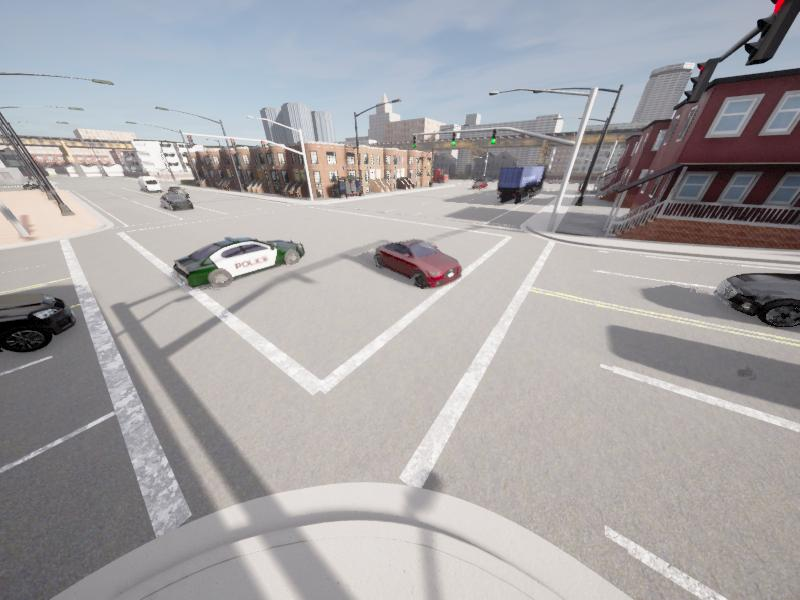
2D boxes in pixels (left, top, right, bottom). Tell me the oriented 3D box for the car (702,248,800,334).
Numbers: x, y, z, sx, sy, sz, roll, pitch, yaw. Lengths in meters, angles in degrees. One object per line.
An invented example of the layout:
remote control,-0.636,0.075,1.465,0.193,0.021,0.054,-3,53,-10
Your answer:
car,12.056,0.004,5.797,4.856,1.649,2.033,15,33,33

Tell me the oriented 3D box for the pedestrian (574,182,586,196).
pedestrian,28.338,-17.516,36.425,0.751,1.860,0.751,0,30,0

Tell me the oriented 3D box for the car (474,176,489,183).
car,24.526,-36.080,69.243,3.705,1.549,1.789,21,36,31

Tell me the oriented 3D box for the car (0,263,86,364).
car,-11.179,0.880,5.104,2.242,1.667,4.611,20,36,31

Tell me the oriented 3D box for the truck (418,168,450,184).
truck,9.725,-36.000,66.829,8.468,3.827,2.891,20,36,31

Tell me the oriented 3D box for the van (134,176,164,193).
van,-47.046,-21.668,43.291,5.915,2.561,1.988,20,36,31

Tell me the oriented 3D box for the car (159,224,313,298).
car,-6.783,-2.041,10.300,2.038,1.542,4.974,20,35,31

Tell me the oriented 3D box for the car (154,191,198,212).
car,-25.064,-11.054,25.804,5.238,1.638,1.930,20,36,31

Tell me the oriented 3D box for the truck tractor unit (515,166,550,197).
truck tractor unit,21.900,-19.690,38.186,3.053,4.208,6.516,21,36,31

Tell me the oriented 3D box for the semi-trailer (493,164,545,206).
semi-trailer,17.195,-16.595,32.621,2.717,4.402,14.254,20,36,31

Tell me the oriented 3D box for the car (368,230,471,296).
car,0.646,-1.877,10.182,1.994,1.385,4.181,-24,38,-35

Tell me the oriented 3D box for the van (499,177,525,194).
van,20.517,-20.931,42.126,2.351,2.431,6.366,20,36,31

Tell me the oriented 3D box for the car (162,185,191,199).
car,-34.298,-16.593,35.433,3.988,1.617,1.851,20,36,31

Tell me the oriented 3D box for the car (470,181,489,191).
car,16.395,-23.570,47.586,1.882,1.535,5.008,21,36,32
